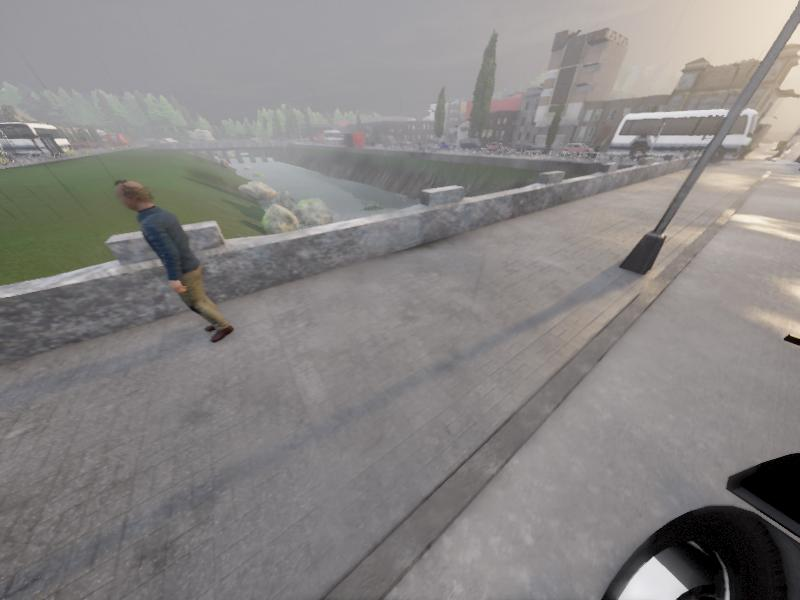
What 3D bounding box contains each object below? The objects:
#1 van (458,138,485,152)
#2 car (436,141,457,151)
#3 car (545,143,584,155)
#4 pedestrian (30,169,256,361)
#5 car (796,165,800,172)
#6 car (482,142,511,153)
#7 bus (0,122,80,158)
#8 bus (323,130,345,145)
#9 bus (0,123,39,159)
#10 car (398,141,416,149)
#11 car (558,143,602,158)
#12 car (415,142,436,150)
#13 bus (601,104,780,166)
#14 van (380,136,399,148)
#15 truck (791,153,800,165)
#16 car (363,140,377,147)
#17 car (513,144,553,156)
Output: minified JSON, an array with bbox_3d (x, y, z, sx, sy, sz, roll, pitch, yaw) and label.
[{"bbox_3d":[13.020,-28.596,42.625,1.775,1.987,4.442,-22,41,-28],"label":"van"},{"bbox_3d":[9.401,-31.355,47.011,1.816,1.474,4.193,-22,41,-28],"label":"car"},{"bbox_3d":[24.713,-22.777,34.814,1.994,1.385,4.181,-22,41,-28],"label":"car"},{"bbox_3d":[-2.398,-0.331,2.562,0.751,1.860,0.751,-13,37,-18],"label":"pedestrian"},{"bbox_3d":[31.833,-10.347,17.194,4.718,1.301,1.895,-22,41,-28],"label":"car"},{"bbox_3d":[16.238,-25.747,39.001,1.970,1.475,3.806,-22,41,-28],"label":"car"},{"bbox_3d":[-58.385,-25.909,37.430,3.944,4.253,10.273,-22,41,-28],"label":"bus"},{"bbox_3d":[-24.734,-60.597,86.336,3.944,4.253,10.273,-22,41,-28],"label":"bus"},{"bbox_3d":[-59.368,-22.936,33.222,3.944,4.253,10.273,-22,41,-28],"label":"bus"},{"bbox_3d":[1.653,-37.695,56.089,1.812,1.442,4.674,-22,41,-28],"label":"car"},{"bbox_3d":[23.579,-19.723,30.400,1.970,1.475,3.806,-22,41,-28],"label":"car"},{"bbox_3d":[5.649,-34.359,51.455,1.895,1.301,4.718,-22,41,-28],"label":"car"},{"bbox_3d":[28.669,-16.869,23.904,3.944,4.253,10.273,-23,41,-29],"label":"bus"},{"bbox_3d":[-2.874,-41.846,61.064,1.988,2.561,5.915,-22,41,-28],"label":"van"},{"bbox_3d":[39.879,-14.115,21.430,5.204,2.467,2.627,-23,41,-27],"label":"truck"},{"bbox_3d":[-8.910,-46.447,68.392,2.242,1.667,4.611,-22,40,-28],"label":"car"},{"bbox_3d":[19.937,-22.643,34.727,1.895,1.301,4.718,-22,41,-28],"label":"car"}]
